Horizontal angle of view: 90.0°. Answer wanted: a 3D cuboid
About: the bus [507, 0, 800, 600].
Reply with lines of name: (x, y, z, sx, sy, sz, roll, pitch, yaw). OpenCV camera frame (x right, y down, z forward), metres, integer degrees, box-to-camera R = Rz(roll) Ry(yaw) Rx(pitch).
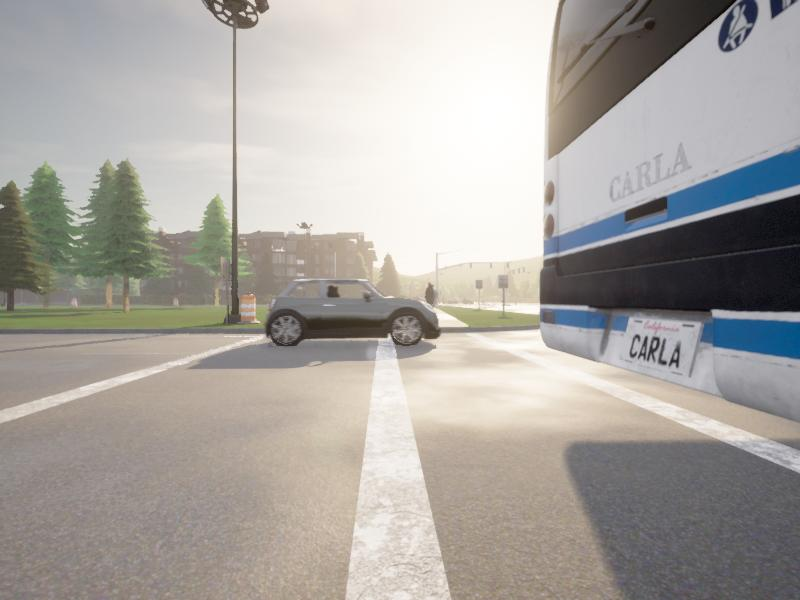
bus: (6.380, -1.135, 2.607, 10.273, 4.253, 3.944, 0, 0, -2)

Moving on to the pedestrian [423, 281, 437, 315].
pedestrian: (1.672, -0.115, 22.426, 0.751, 1.860, 0.751, 0, 0, 4)

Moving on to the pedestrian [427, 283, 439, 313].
pedestrian: (2.047, -0.115, 24.992, 0.751, 1.860, 0.751, 0, 0, 2)

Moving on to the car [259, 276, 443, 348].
car: (-1.028, 0.253, 9.259, 3.806, 1.475, 1.970, 0, 0, -2)
